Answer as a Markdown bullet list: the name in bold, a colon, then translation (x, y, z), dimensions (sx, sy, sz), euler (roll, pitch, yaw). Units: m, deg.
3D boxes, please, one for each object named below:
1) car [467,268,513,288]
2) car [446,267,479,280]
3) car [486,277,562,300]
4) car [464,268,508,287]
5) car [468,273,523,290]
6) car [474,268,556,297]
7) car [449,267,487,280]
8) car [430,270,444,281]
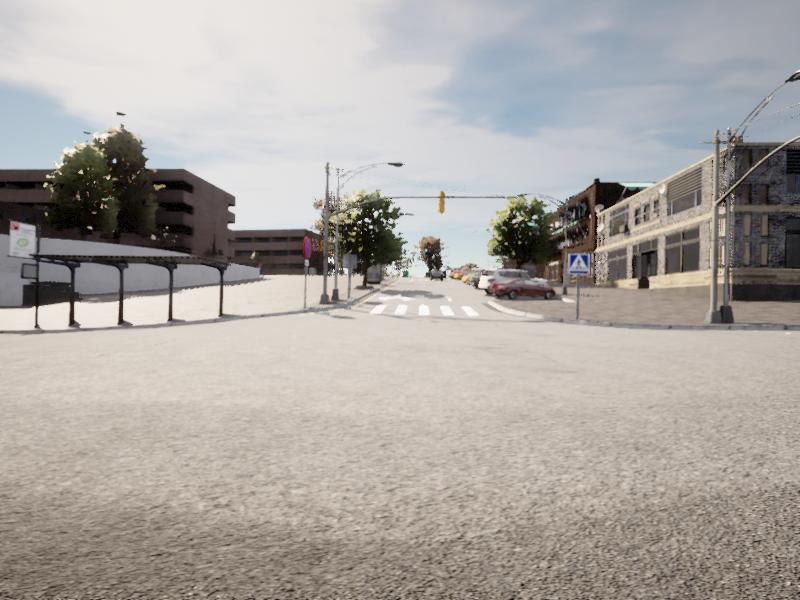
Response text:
- **car**: translation (9.645, -2.344, 43.009), dimensions (4.442, 1.987, 1.878), euler (0, 5, -16)
- **car**: translation (11.874, -5.024, 76.070), dimensions (5.566, 2.045, 2.435), euler (2, 0, -16)
- **car**: translation (8.651, -0.803, 28.054), dimensions (4.674, 1.452, 2.002), euler (0, 5, -16)
- **car**: translation (9.863, -2.600, 46.018), dimensions (4.442, 1.987, 1.878), euler (0, 5, -16)
- **car**: translation (9.520, -1.863, 40.063), dimensions (4.892, 1.521, 2.231), euler (0, 5, -16)
- **car**: translation (8.898, -1.349, 31.042), dimensions (5.566, 2.045, 2.435), euler (0, 5, -16)
- **car**: translation (11.383, -4.413, 67.075), dimensions (5.566, 2.045, 2.435), euler (0, 5, -17)
- **car**: translation (5.779, -3.883, 62.837), dimensions (2.128, 1.511, 4.902), euler (1, 5, 4)
